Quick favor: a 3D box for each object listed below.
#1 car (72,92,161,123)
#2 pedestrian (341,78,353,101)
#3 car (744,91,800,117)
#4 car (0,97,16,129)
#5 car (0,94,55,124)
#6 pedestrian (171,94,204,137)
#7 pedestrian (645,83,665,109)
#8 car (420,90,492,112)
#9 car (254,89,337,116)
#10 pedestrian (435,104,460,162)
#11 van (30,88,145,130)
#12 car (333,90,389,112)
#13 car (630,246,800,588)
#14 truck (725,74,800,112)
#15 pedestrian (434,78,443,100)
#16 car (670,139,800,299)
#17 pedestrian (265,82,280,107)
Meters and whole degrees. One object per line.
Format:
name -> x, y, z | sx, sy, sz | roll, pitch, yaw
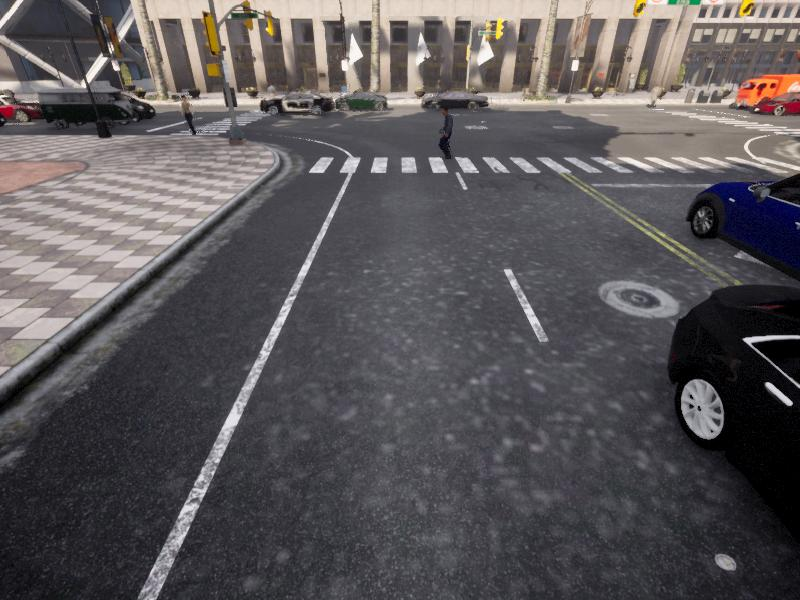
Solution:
car -> -17.949, -12.318, 25.524 | 3.988, 1.617, 1.851 | -1, 30, -2
pedestrian -> -5.091, -20.201, 38.422 | 0.751, 1.860, 0.751 | -14, 33, -23
car -> 28.084, -14.009, 28.544 | 4.792, 1.488, 2.163 | 0, 30, 0
car -> -24.128, -10.233, 22.027 | 3.633, 1.501, 1.845 | -7, 31, -11
car -> -24.530, -11.935, 24.995 | 3.806, 1.475, 1.970 | -6, 31, -10
pedestrian -> -10.437, -9.112, 19.732 | 0.751, 1.860, 0.751 | 3, 30, 6
pedestrian -> 20.674, -16.547, 32.465 | 0.751, 1.860, 0.751 | 10, 32, 16
car -> 4.349, -15.824, 31.738 | 5.357, 1.411, 2.033 | 0, 30, 0
car -> -7.379, -14.208, 28.726 | 5.238, 1.638, 1.930 | 0, 30, 0
pedestrian -> 1.682, -6.031, 14.455 | 0.751, 1.860, 0.751 | 2, 30, 3
van -> -17.299, -10.721, 22.413 | 4.442, 1.987, 1.775 | -1, 30, -2
car -> -3.014, -15.842, 31.794 | 4.181, 1.385, 1.994 | 0, 30, 0
car -> 3.613, 1.349, 2.227 | 1.837, 1.490, 4.892 | 0, 30, 1
truck -> 29.465, -16.201, 31.306 | 5.204, 2.467, 2.627 | 0, 30, 1
pedestrian -> 3.759, -20.754, 39.369 | 0.751, 1.860, 0.751 | -1, 30, -1
car -> 7.074, -1.332, 6.521 | 2.097, 1.767, 4.553 | 0, 30, 0
pedestrian -> -10.850, -17.550, 34.183 | 0.751, 1.860, 0.751 | 1, 30, 1
